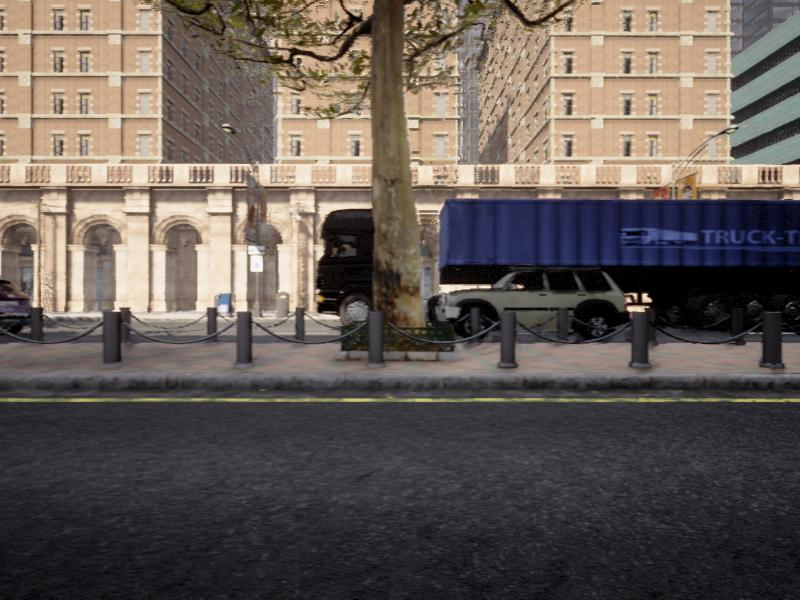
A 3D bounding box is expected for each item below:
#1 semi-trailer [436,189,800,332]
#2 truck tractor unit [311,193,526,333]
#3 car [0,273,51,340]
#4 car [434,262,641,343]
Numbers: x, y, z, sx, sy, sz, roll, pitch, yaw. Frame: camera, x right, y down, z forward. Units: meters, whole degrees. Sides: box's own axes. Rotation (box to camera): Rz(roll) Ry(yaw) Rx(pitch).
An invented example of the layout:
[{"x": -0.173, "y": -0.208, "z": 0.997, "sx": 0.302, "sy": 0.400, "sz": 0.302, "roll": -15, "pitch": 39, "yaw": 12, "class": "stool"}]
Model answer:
[{"x": 8.482, "y": -1.214, "z": 13.677, "sx": 14.254, "sy": 4.402, "sz": 2.717, "roll": 0, "pitch": 0, "yaw": 0, "class": "semi-trailer"}, {"x": 0.569, "y": -1.121, "z": 13.704, "sx": 6.516, "sy": 4.208, "sz": 3.053, "roll": 0, "pitch": 0, "yaw": 0, "class": "truck tractor unit"}, {"x": -12.211, "y": 0.172, "z": 10.201, "sx": 4.856, "sy": 1.649, "sz": 2.033, "roll": 0, "pitch": 0, "yaw": 0, "class": "car"}, {"x": 3.258, "y": 0.054, "z": 10.197, "sx": 4.605, "sy": 1.855, "sz": 1.932, "roll": 0, "pitch": 0, "yaw": 0, "class": "car"}]
